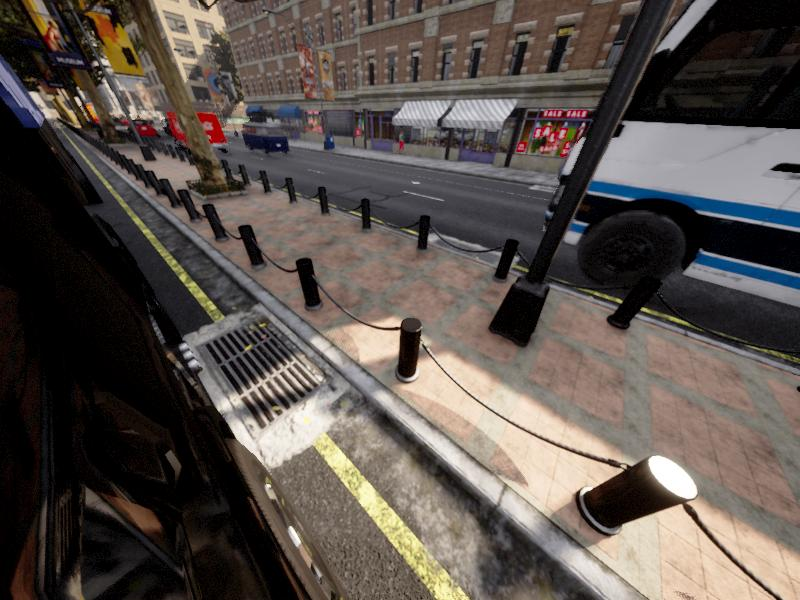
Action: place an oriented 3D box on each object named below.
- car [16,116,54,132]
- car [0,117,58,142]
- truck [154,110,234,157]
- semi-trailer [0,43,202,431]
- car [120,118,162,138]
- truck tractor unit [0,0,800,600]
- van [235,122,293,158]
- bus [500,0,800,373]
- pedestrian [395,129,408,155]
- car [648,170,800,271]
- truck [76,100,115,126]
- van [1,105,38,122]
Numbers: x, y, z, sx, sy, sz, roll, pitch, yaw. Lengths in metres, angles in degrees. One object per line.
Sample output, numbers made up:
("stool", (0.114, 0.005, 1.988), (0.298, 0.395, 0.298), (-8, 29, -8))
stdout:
("car", (-46.006, -22.330, 29.221), (5.357, 1.411, 2.033), (29, 44, 30))
("car", (-31.734, -14.691, 19.872), (4.974, 1.542, 2.038), (28, 44, 30))
("truck", (-15.428, -12.575, 17.350), (5.204, 2.467, 2.627), (29, 44, 30))
("semi-trailer", (-8.695, -3.616, 4.219), (14.254, 4.402, 2.717), (28, 44, 30))
("car", (-31.090, -20.629, 27.707), (4.611, 1.667, 2.242), (29, 44, 30))
("truck tractor unit", (-2.645, -0.295, 0.351), (6.516, 4.208, 3.053), (28, 44, 30))
("van", (-10.617, -12.544, 18.017), (4.442, 1.987, 1.775), (29, 44, 30))
("bus", (7.280, -1.054, 2.017), (10.273, 4.253, 3.944), (30, 44, 29))
("pedestrian", (0.115, -13.986, 20.455), (0.751, 1.860, 0.751), (31, 45, 32))
("car", (8.855, -1.943, 5.552), (3.633, 1.501, 1.845), (28, 44, 30))
("truck", (-63.212, -38.791, 47.998), (8.468, 3.827, 2.891), (28, 44, 30))
("van", (-76.682, -37.573, 46.562), (5.915, 2.561, 1.988), (19, 40, 20))
